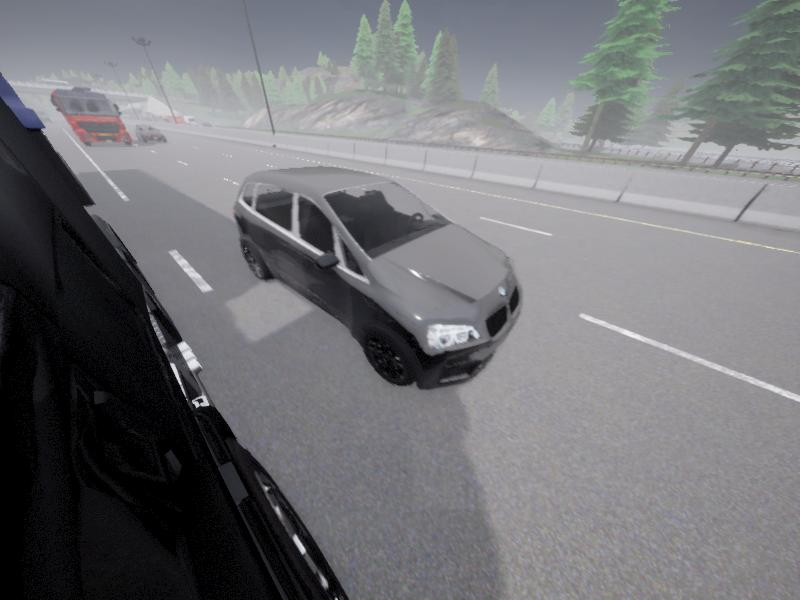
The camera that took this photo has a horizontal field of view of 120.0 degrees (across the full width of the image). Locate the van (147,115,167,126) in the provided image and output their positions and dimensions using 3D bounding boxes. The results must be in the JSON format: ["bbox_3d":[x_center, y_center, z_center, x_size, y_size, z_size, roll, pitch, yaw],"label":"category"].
[{"bbox_3d":[-71.646,-52.917,68.073,6.366,2.431,2.351,28,44,30],"label":"van"}]

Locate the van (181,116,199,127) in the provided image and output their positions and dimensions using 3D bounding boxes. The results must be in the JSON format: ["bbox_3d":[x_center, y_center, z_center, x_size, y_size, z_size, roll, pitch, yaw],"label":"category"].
[{"bbox_3d":[-64.321,-54.529,70.586,5.915,2.561,1.988,28,44,30],"label":"van"}]

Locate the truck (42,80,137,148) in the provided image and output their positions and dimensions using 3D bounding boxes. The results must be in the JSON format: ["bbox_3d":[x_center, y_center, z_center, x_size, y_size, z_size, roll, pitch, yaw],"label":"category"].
[{"bbox_3d":[-26.410,-15.585,19.694,8.468,3.827,2.891,28,44,30],"label":"truck"}]

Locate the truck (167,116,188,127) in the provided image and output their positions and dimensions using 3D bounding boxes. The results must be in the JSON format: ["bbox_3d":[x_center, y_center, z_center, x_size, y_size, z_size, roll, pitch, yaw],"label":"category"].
[{"bbox_3d":[-64.552,-51.868,67.091,5.204,2.467,2.627,28,44,30],"label":"truck"}]

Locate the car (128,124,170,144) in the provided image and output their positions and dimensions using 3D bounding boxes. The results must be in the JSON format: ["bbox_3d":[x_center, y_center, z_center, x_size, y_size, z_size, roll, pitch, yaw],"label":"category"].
[{"bbox_3d":[-25.423,-16.835,23.403,4.193,1.474,1.816,28,44,30],"label":"car"}]

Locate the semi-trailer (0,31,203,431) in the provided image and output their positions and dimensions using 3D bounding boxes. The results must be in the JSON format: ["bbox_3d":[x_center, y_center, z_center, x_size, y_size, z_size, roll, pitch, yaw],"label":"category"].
[{"bbox_3d":[-8.777,-3.543,4.159,14.254,4.402,2.717,27,43,29],"label":"semi-trailer"}]

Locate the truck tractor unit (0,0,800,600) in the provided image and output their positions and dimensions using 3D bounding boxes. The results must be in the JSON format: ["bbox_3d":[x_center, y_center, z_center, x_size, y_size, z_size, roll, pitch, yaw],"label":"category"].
[{"bbox_3d":[-2.645,-0.295,0.351,6.516,4.208,3.053,28,44,30],"label":"truck tractor unit"}]

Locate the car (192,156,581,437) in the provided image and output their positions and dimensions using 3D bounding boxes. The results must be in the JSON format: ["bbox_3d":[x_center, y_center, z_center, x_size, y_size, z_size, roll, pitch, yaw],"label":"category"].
[{"bbox_3d":[-0.582,-0.878,3.411,4.611,1.667,2.242,28,44,30],"label":"car"}]
